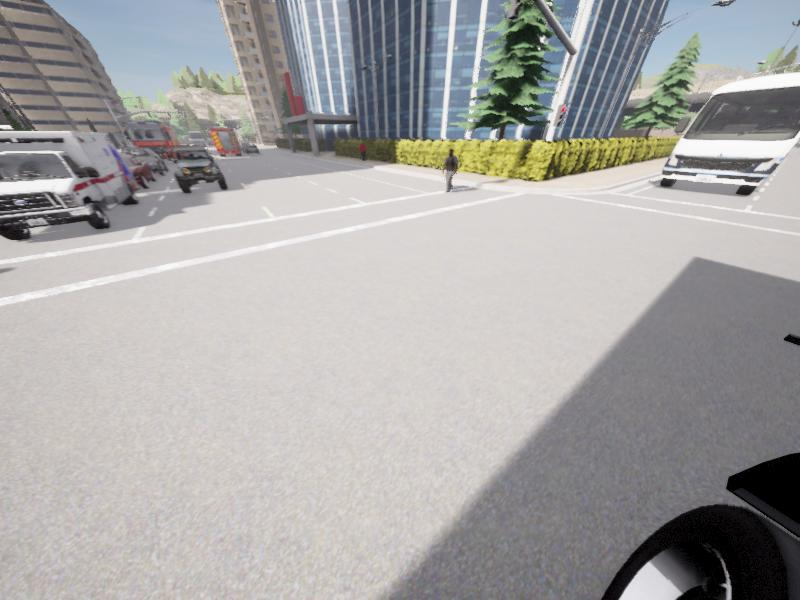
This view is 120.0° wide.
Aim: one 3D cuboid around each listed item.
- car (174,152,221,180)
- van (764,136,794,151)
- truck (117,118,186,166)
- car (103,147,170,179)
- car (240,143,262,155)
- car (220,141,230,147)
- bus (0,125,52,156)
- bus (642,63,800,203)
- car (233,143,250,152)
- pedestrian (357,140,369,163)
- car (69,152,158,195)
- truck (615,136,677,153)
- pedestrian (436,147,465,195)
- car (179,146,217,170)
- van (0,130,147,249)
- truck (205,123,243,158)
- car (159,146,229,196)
[{"bbox_3d":[-14.706,-9.963,16.965,1.994,1.385,4.181,-21,40,-27],"label":"car"},{"bbox_3d":[64.489,-26.588,39.276,4.442,1.987,1.775,-22,41,-28],"label":"van"},{"bbox_3d":[-27.482,-17.912,26.207,2.891,3.827,8.468,-21,40,-26],"label":"truck"},{"bbox_3d":[-19.366,-10.352,17.295,2.242,1.667,4.611,-22,41,-28],"label":"car"},{"bbox_3d":[-25.092,-25.337,38.716,2.128,1.511,4.902,-23,41,-28],"label":"car"},{"bbox_3d":[-58.718,-52.393,77.437,2.033,1.411,5.357,-23,41,-28],"label":"car"},{"bbox_3d":[-70.411,-27.428,39.706,10.273,4.253,3.944,-22,41,-28],"label":"bus"},{"bbox_3d":[17.799,-8.264,11.767,10.273,4.253,3.944,-22,41,-28],"label":"bus"},{"bbox_3d":[-32.289,-31.079,47.039,1.994,1.385,4.181,-23,41,-28],"label":"car"},{"bbox_3d":[-3.662,-14.665,22.795,0.751,1.860,0.751,-20,40,-25],"label":"pedestrian"},{"bbox_3d":[-15.548,-7.219,12.937,1.882,1.535,5.008,-22,41,-28],"label":"car"},{"bbox_3d":[40.225,-25.699,38.039,2.390,2.098,6.274,-22,41,-28],"label":"truck"},{"bbox_3d":[2.286,-5.915,10.608,0.751,1.860,0.751,-27,43,-32],"label":"pedestrian"},{"bbox_3d":[-18.768,-13.335,21.541,1.930,1.638,5.238,-23,41,-28],"label":"car"},{"bbox_3d":[-11.165,-4.052,7.639,2.351,2.431,6.366,-23,41,-28],"label":"van"},{"bbox_3d":[-26.501,-23.937,34.738,2.891,3.827,8.468,-23,41,-28],"label":"truck"},{"bbox_3d":[-10.730,-6.955,12.215,1.905,1.878,3.866,-23,41,-28],"label":"car"}]
